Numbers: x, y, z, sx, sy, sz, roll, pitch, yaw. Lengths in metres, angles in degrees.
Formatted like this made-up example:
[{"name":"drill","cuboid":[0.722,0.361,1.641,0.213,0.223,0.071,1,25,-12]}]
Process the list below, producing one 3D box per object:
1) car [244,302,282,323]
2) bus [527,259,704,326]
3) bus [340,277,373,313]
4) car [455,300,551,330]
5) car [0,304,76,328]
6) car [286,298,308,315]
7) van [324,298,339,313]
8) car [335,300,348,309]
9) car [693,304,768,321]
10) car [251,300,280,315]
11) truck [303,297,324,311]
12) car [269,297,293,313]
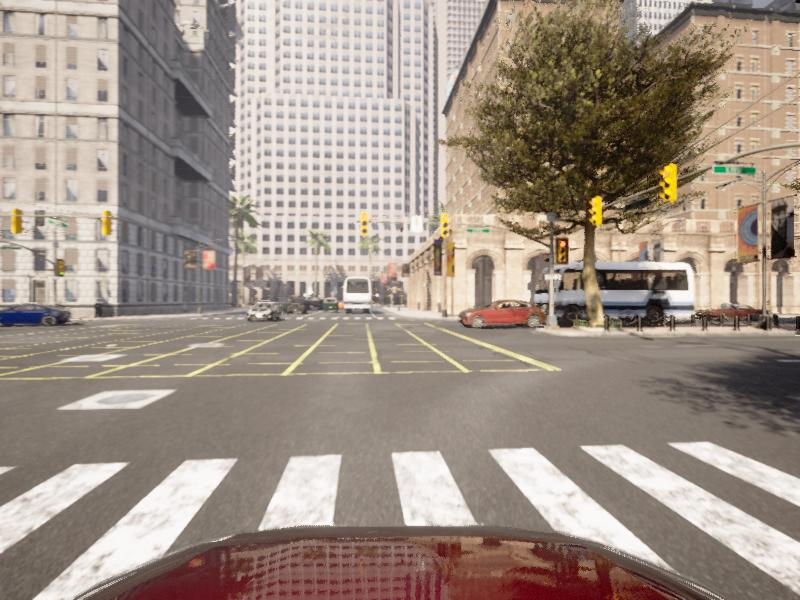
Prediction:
[{"name":"car","cuboid":[-10.300,0.890,30.425,1.970,1.475,3.806,0,0,-7]},{"name":"bus","cuboid":[14.549,-0.482,27.673,10.273,4.253,3.944,0,0,-4]},{"name":"bus","cuboid":[-5.652,-0.476,52.587,3.944,4.253,10.273,0,-2,-6]},{"name":"car","cuboid":[5.975,0.819,23.499,5.027,1.651,2.152,0,0,-5]},{"name":"car","cuboid":[-23.043,0.926,24.763,4.181,1.385,1.994,0,0,-21]},{"name":"car","cuboid":[-12.026,0.705,47.033,1.905,1.878,3.866,0,0,-6]},{"name":"van","cuboid":[-9.161,0.672,53.778,1.775,1.987,4.442,0,0,-5]},{"name":"car","cuboid":[-11.199,0.886,76.388,2.152,1.651,5.027,0,0,-5]},{"name":"car","cuboid":[26.558,1.005,32.211,4.718,1.301,1.895,0,0,-5]},{"name":"car","cuboid":[-15.453,0.836,46.178,2.152,1.651,5.027,0,0,-6]},{"name":"truck","cuboid":[-13.504,0.623,62.880,2.390,2.098,6.274,0,0,-5]},{"name":"car","cuboid":[-16.333,0.634,55.247,2.150,2.045,5.566,0,0,-5]}]
